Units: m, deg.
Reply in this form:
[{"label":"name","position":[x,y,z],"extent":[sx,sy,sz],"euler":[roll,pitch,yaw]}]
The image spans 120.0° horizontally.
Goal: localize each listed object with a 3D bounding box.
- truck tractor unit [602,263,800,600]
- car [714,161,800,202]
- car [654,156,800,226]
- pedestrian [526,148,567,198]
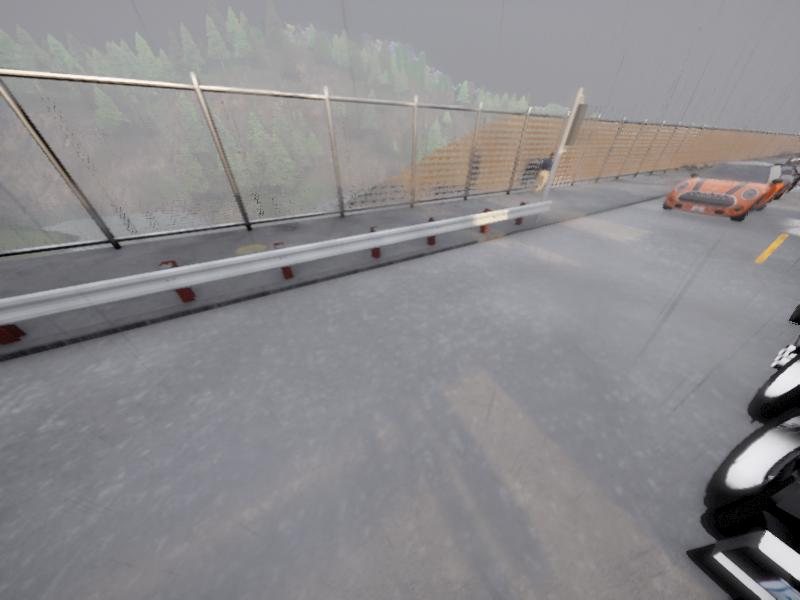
[{"label":"truck tractor unit","position":[5.110,-0.301,0.787],"extent":[6.516,4.208,3.053],"euler":[-18,39,-24]},{"label":"car","position":[18.843,-6.237,11.945],"extent":[4.181,1.385,1.994],"euler":[-18,39,-25]},{"label":"car","position":[12.509,-4.326,8.768],"extent":[4.553,1.767,2.097],"euler":[-18,39,-24]},{"label":"pedestrian","position":[6.548,-5.719,10.433],"extent":[0.751,1.860,0.751],"euler":[-19,39,-26]}]
